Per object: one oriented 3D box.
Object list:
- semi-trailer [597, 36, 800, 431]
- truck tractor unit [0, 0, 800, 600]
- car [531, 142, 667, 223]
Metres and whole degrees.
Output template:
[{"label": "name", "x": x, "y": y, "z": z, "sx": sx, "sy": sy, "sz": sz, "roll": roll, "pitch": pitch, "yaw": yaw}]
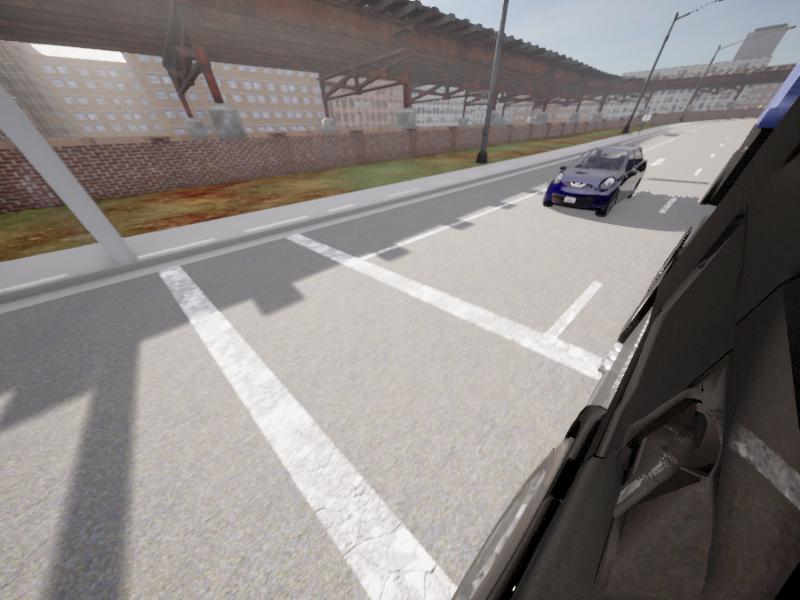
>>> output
[{"label": "semi-trailer", "x": 8.729, "y": -3.583, "z": 4.198, "sx": 14.254, "sy": 4.402, "sz": 2.717, "roll": -28, "pitch": 43, "yaw": -29}, {"label": "truck tractor unit", "x": 2.645, "y": -0.295, "z": 0.352, "sx": 6.516, "sy": 4.208, "sz": 3.053, "roll": -28, "pitch": 44, "yaw": -30}, {"label": "car", "x": 6.003, "y": -3.736, "z": 7.000, "sx": 3.633, "sy": 1.501, "sz": 1.845, "roll": -28, "pitch": 44, "yaw": -30}]
